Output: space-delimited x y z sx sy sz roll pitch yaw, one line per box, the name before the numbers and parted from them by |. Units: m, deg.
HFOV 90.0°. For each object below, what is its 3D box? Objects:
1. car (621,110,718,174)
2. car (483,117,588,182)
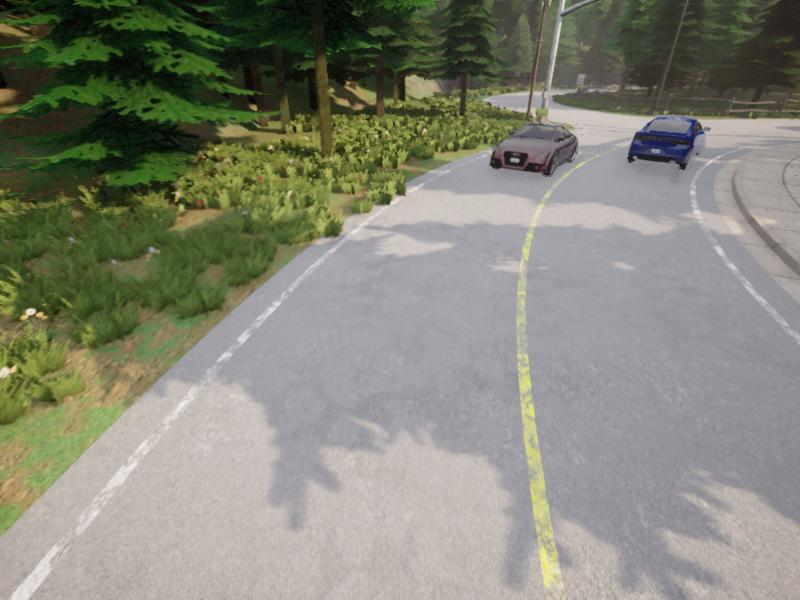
car | 10.277 -6.134 15.130 1.882 1.535 5.008 23 37 34
car | 4.777 -5.361 13.892 1.994 1.385 4.181 20 36 30
